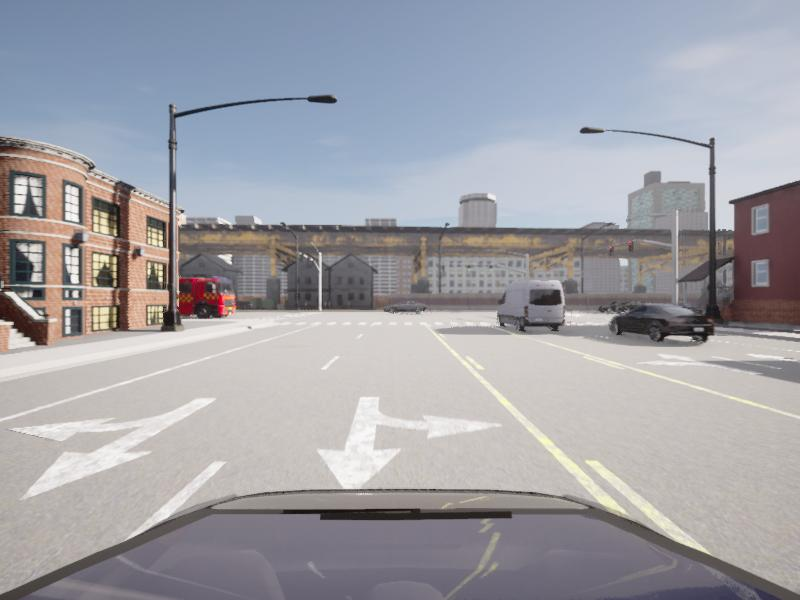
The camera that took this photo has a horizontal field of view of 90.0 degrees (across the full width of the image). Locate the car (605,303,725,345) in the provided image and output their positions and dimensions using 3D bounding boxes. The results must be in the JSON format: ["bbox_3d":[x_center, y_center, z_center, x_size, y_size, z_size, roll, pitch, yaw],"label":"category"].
[{"bbox_3d":[10.496,0.874,16.350,1.812,1.442,4.674,0,0,0],"label":"car"}]

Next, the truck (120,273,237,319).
[{"bbox_3d":[-18.866,-0.312,34.402,8.468,3.827,2.891,0,0,0],"label":"truck"}]

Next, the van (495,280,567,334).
[{"bbox_3d":[6.961,0.327,22.060,1.988,2.561,5.915,0,0,-1],"label":"van"}]

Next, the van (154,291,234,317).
[{"bbox_3d":[-19.415,0.387,37.959,6.366,2.431,2.351,0,0,1],"label":"van"}]

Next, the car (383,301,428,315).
[{"bbox_3d":[0.617,0.847,44.904,4.902,1.511,2.128,0,0,0],"label":"car"}]

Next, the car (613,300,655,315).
[{"bbox_3d":[26.201,0.822,44.901,3.705,1.549,1.789,0,0,0],"label":"car"}]

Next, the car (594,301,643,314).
[{"bbox_3d":[26.371,0.857,48.400,4.892,1.490,1.837,0,0,0],"label":"car"}]

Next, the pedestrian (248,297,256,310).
[{"bbox_3d":[-20.355,0.498,55.038,0.751,1.860,0.751,0,0,13],"label":"pedestrian"}]
